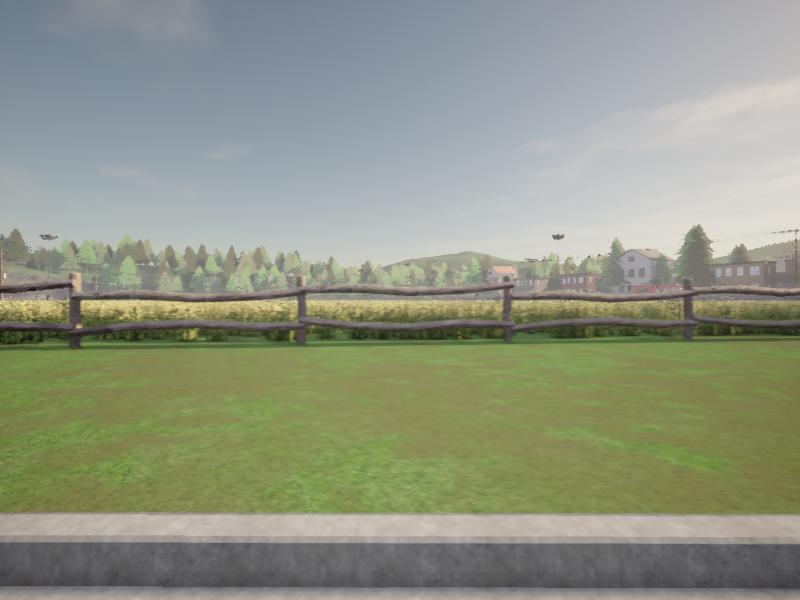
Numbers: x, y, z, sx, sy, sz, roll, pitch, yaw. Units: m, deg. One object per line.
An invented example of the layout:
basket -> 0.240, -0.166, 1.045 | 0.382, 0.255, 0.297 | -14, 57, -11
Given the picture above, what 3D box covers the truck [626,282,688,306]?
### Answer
truck -> 42.420, -0.922, 66.362 | 2.891, 3.827, 8.468 | 0, 0, -25
